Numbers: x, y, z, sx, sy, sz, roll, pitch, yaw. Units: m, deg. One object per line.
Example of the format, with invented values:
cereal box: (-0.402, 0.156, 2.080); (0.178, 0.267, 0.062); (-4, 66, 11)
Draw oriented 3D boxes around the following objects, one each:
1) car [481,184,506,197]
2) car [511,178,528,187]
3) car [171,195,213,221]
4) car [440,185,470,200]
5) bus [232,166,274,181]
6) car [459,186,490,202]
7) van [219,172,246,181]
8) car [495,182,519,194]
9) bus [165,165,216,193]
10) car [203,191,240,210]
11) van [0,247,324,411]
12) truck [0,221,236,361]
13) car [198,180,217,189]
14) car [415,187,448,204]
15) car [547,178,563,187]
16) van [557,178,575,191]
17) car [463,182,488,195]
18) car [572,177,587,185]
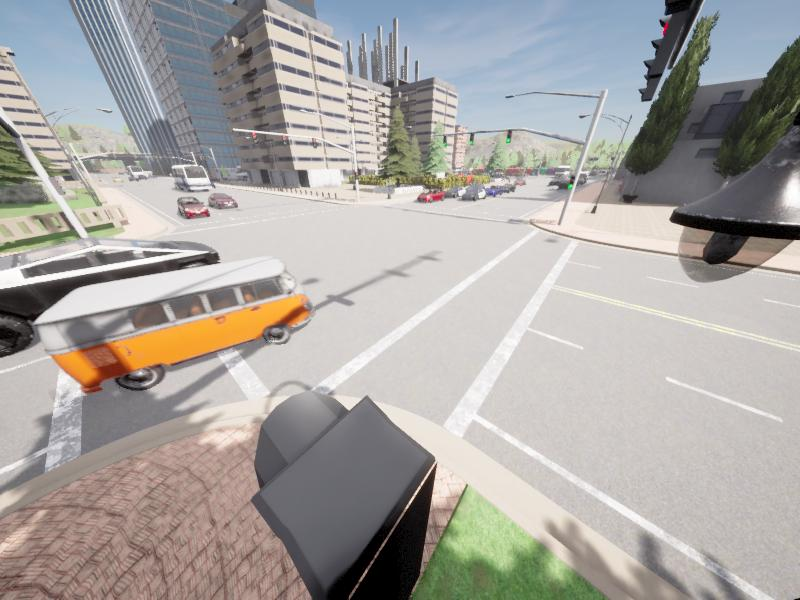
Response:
car: (14.747, -17.231, 36.324); (2.007, 1.525, 4.514); (23, 37, 34)
car: (28.650, -28.234, 55.373); (2.242, 1.667, 4.611); (23, 37, 34)
car: (-19.080, -8.535, 21.181); (3.988, 1.617, 1.851); (24, 38, 36)
car: (8.260, -16.092, 34.347); (2.038, 1.542, 4.974); (23, 37, 34)
bus: (-48.457, -42.037, 76.444); (3.944, 4.253, 10.273); (23, 37, 34)
car: (10.255, -14.559, 31.692); (2.038, 1.542, 4.974); (23, 37, 34)
van: (-54.541, -40.466, 75.548); (2.351, 2.431, 6.366); (23, 37, 34)
car: (18.843, -19.664, 40.553); (2.128, 1.511, 4.902); (23, 37, 34)
bus: (-39.050, -22.611, 42.918); (10.273, 4.253, 3.944); (23, 37, 34)
car: (-20.100, -11.219, 25.995); (4.674, 1.442, 1.812); (23, 37, 34)
van: (-4.477, 0.268, 5.557); (4.442, 1.987, 1.775); (-18, 34, -28)
truck: (-9.304, -0.643, 7.021); (2.390, 2.098, 6.274); (20, 36, 31)
car: (-40.872, -24.541, 49.037); (4.193, 1.474, 1.816); (23, 37, 34)
car: (4.201, -13.723, 30.248); (2.007, 1.525, 4.514); (24, 38, 35)
car: (35.978, -27.200, 53.477); (1.930, 1.638, 5.238); (23, 37, 34)
van: (32.203, -22.426, 44.862); (1.775, 1.987, 4.442); (23, 37, 34)
car: (12.734, -18.797, 38.936); (2.033, 1.649, 4.856); (23, 37, 34)
car: (45.868, -30.346, 58.975); (2.038, 1.542, 4.974); (23, 37, 34)
